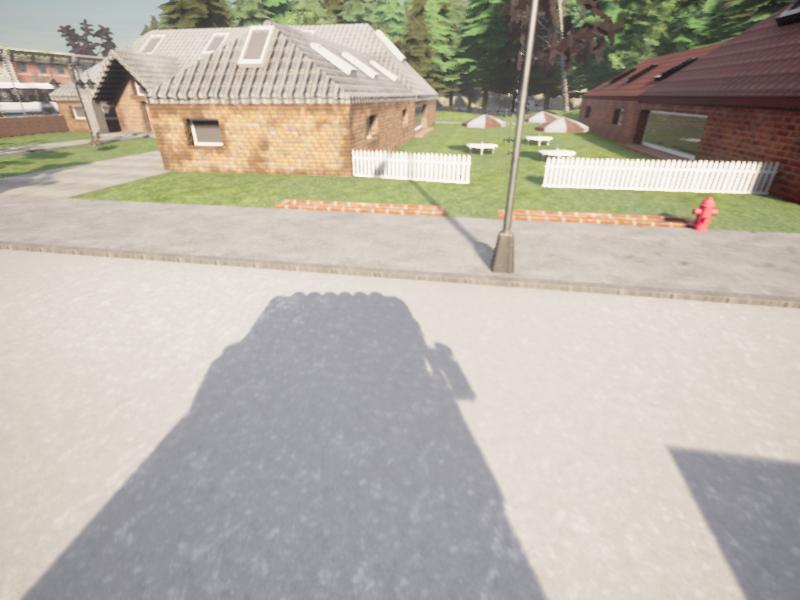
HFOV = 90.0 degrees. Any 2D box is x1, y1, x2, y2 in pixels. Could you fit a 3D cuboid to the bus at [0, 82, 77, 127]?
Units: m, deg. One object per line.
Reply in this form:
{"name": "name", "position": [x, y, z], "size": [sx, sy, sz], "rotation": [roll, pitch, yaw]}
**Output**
{"name": "bus", "position": [-43.572, -22.237, 45.324], "size": [3.944, 4.253, 10.273], "rotation": [5, 28, 9]}

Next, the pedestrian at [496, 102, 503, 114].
{"name": "pedestrian", "position": [17.051, -32.969, 68.568], "size": [0.751, 1.860, 0.751], "rotation": [1, 27, 2]}

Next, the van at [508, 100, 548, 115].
{"name": "van", "position": [22.937, -34.747, 72.157], "size": [6.366, 2.431, 2.351], "rotation": [5, 28, 9]}
